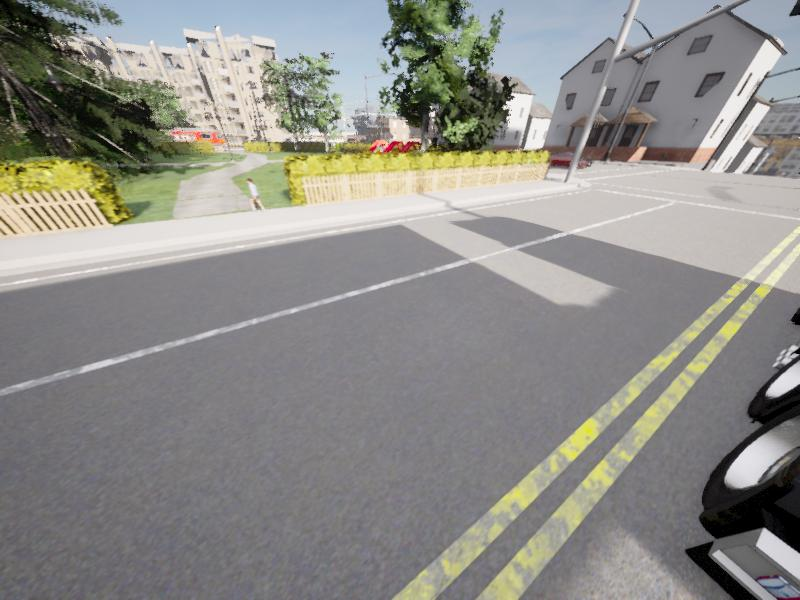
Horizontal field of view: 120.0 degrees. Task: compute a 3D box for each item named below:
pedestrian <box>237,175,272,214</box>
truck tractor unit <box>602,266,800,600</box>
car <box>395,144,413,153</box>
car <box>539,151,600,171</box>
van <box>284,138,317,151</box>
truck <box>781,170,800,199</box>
[{"bbox_3d":[-4.874,-3.544,7.790,0.500,1.100,0.500,3,35,4],"label":"pedestrian"},{"bbox_3d":[5.115,-0.297,0.777,6.516,4.208,3.053,-18,39,-24],"label":"truck tractor unit"},{"bbox_3d":[0.892,-33.153,50.408,1.812,1.442,4.674,-18,39,-24],"label":"car"},{"bbox_3d":[16.316,-13.607,22.515,1.994,1.385,4.181,-21,40,-28],"label":"car"},{"bbox_3d":[-22.887,-35.984,53.398,6.366,2.431,2.351,-17,38,-23],"label":"van"},{"bbox_3d":[41.749,-11.830,23.192,5.204,2.467,2.627,-5,32,-32],"label":"truck"}]
